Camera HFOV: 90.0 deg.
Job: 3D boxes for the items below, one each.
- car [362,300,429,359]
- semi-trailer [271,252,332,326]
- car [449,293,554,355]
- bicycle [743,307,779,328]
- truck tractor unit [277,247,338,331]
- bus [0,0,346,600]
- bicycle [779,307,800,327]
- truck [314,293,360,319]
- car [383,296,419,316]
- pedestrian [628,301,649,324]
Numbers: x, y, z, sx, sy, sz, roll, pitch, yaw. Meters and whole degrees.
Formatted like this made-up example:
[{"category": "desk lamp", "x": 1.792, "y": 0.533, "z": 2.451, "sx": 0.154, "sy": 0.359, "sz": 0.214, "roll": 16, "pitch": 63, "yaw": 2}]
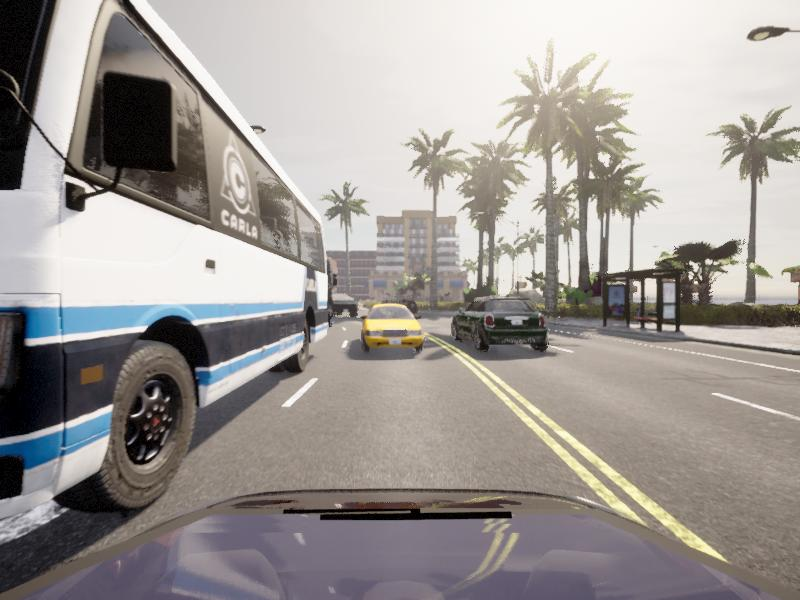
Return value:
[{"category": "car", "x": -0.348, "y": 0.781, "z": 13.427, "sx": 1.801, "sy": 1.575, "sz": 5.366, "roll": 0, "pitch": 0, "yaw": -5}, {"category": "semi-trailer", "x": -8.100, "y": -0.669, "z": 30.937, "sx": 2.717, "sy": 4.402, "sz": 14.254, "roll": 0, "pitch": 0, "yaw": -21}, {"category": "car", "x": 3.211, "y": 0.673, "z": 13.744, "sx": 2.097, "sy": 1.767, "sz": 4.553, "roll": 0, "pitch": 0, "yaw": -5}, {"category": "bicycle", "x": 19.192, "y": 0.907, "z": 21.308, "sx": 0.373, "sy": 1.024, "sz": 1.643, "roll": 0, "pitch": 0, "yaw": -1}, {"category": "truck tractor unit", "x": -5.454, "y": -0.554, "z": 23.486, "sx": 3.053, "sy": 4.208, "sz": 6.516, "roll": 0, "pitch": 0, "yaw": -14}, {"category": "bus", "x": -3.401, "y": -0.545, "z": 6.547, "sx": 3.944, "sy": 4.253, "sz": 10.273, "roll": 0, "pitch": 0, "yaw": -2}, {"category": "bicycle", "x": 21.204, "y": 0.907, "z": 21.328, "sx": 0.373, "sy": 1.024, "sz": 1.643, "roll": 0, "pitch": 0, "yaw": -1}, {"category": "truck", "x": -5.691, "y": 0.490, "z": 35.448, "sx": 2.390, "sy": 2.098, "sz": 6.274, "roll": 0, "pitch": 0, "yaw": -25}, {"category": "car", "x": 0.030, "y": 0.593, "z": 39.707, "sx": 1.932, "sy": 1.855, "sz": 4.605, "roll": 0, "pitch": 0, "yaw": -24}, {"category": "pedestrian", "x": 13.848, "y": 0.731, "z": 23.209, "sx": 0.751, "sy": 1.300, "sz": 0.751, "roll": 0, "pitch": 0, "yaw": -6}]
